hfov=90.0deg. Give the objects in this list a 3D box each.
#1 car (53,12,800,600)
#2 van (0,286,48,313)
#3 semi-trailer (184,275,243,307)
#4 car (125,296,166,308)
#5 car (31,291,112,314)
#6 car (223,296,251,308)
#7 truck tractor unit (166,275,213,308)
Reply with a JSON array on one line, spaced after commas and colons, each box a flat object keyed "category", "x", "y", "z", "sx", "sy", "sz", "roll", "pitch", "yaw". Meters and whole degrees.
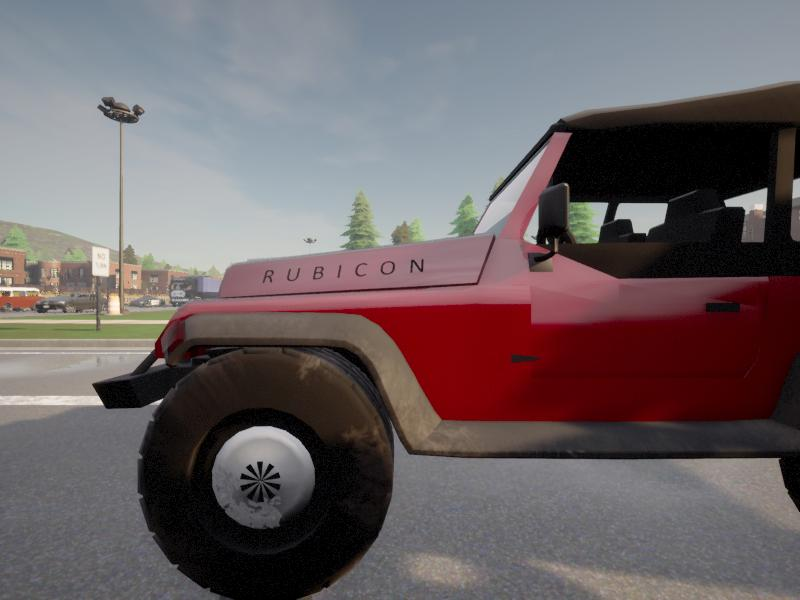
[{"category": "car", "x": 0.853, "y": 0.046, "z": 2.203, "sx": 3.866, "sy": 1.878, "sz": 1.905, "roll": 0, "pitch": 0, "yaw": 0}, {"category": "van", "x": -31.811, "y": -0.030, "z": 32.706, "sx": 2.069, "sy": 2.038, "sz": 4.480, "roll": 0, "pitch": 0, "yaw": -1}, {"category": "semi-trailer", "x": -28.677, "y": -1.217, "z": 62.531, "sx": 2.717, "sy": 4.402, "sz": 14.254, "roll": 0, "pitch": 0, "yaw": -1}, {"category": "car", "x": -32.030, "y": 0.223, "z": 50.616, "sx": 2.038, "sy": 1.542, "sz": 4.974, "roll": 0, "pitch": 0, "yaw": -1}, {"category": "car", "x": -24.783, "y": 0.181, "z": 30.492, "sx": 2.152, "sy": 1.651, "sz": 5.027, "roll": 0, "pitch": 0, "yaw": -1}, {"category": "car", "x": -21.558, "y": 0.270, "z": 52.990, "sx": 1.812, "sy": 1.442, "sz": 4.674, "roll": 0, "pitch": 0, "yaw": -1}, {"category": "truck tractor unit", "x": -28.564, "y": -1.123, "z": 54.619, "sx": 3.053, "sy": 4.208, "sz": 6.516, "roll": 0, "pitch": 0, "yaw": -1}]
